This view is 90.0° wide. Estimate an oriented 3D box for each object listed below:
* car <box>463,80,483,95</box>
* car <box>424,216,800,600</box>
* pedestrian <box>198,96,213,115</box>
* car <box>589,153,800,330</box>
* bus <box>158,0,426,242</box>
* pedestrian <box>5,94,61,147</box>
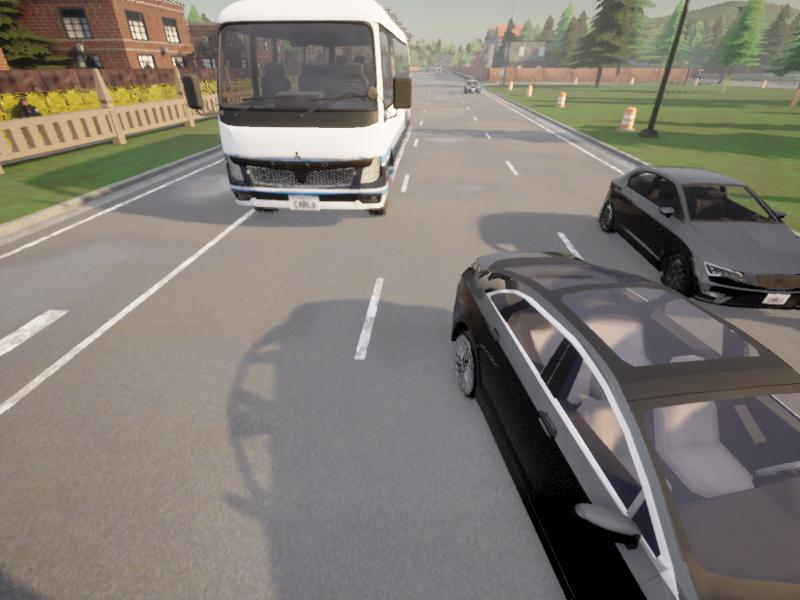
[{"bbox_3d":[8.873,-26.102,49.098,1.970,1.475,3.806,2,30,4],"label":"car"},{"bbox_3d":[1.790,0.954,2.865,2.128,1.511,4.902,-3,31,-9],"label":"car"},{"bbox_3d":[-12.966,-13.005,26.736,0.500,1.100,0.500,2,30,4],"label":"pedestrian"},{"bbox_3d":[4.998,-1.315,6.783,1.816,1.474,4.193,2,30,4],"label":"car"},{"bbox_3d":[-1.411,-5.653,11.433,3.944,4.253,10.273,2,30,4],"label":"bus"},{"bbox_3d":[-14.635,-7.164,16.010,0.751,1.860,0.751,3,30,4],"label":"pedestrian"}]
